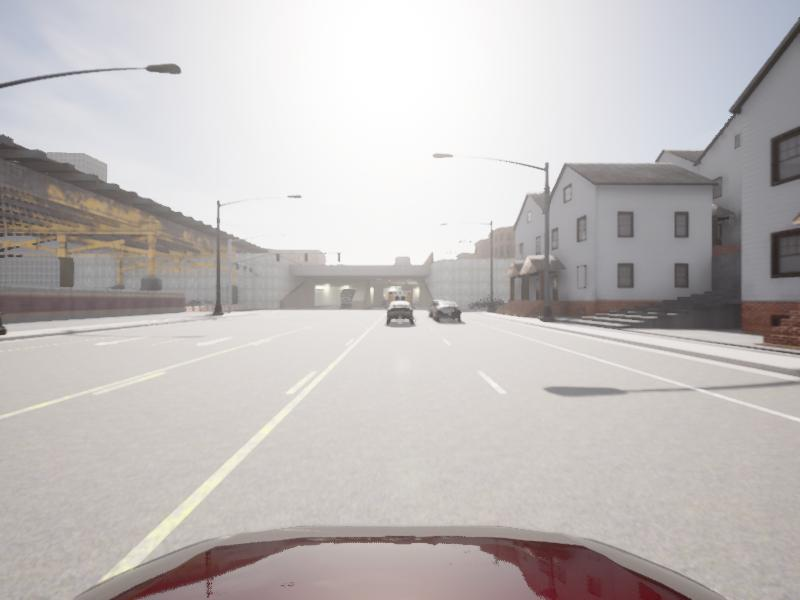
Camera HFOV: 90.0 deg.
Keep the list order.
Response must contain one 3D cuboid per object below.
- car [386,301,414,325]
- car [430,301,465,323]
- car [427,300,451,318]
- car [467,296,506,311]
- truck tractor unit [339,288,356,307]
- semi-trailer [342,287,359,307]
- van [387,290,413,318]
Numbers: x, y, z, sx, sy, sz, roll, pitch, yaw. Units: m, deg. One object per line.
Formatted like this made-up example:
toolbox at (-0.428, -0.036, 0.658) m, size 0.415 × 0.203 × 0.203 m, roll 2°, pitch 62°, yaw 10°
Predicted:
car at (0.003, 0.839, 28.235) m, size 1.837 × 1.490 × 4.892 m, roll 0°, pitch 0°, yaw 0°
car at (3.497, 0.830, 30.432) m, size 2.128 × 1.511 × 4.902 m, roll 0°, pitch 0°, yaw 0°
car at (3.508, 0.781, 36.627) m, size 1.851 × 1.617 × 3.988 m, roll 0°, pitch 0°, yaw 0°
car at (12.327, 0.504, 57.459) m, size 5.027 × 1.651 × 2.152 m, roll -4°, pitch 0°, yaw 0°
truck tractor unit at (-11.609, -0.542, 88.809) m, size 3.053 × 4.208 × 6.516 m, roll 0°, pitch 0°, yaw -2°
semi-trailer at (-11.861, -0.638, 96.719) m, size 2.717 × 4.402 × 14.254 m, roll 0°, pitch 0°, yaw -2°
van at (0.010, 0.370, 38.462) m, size 2.351 × 2.431 × 6.366 m, roll 0°, pitch 0°, yaw 0°
